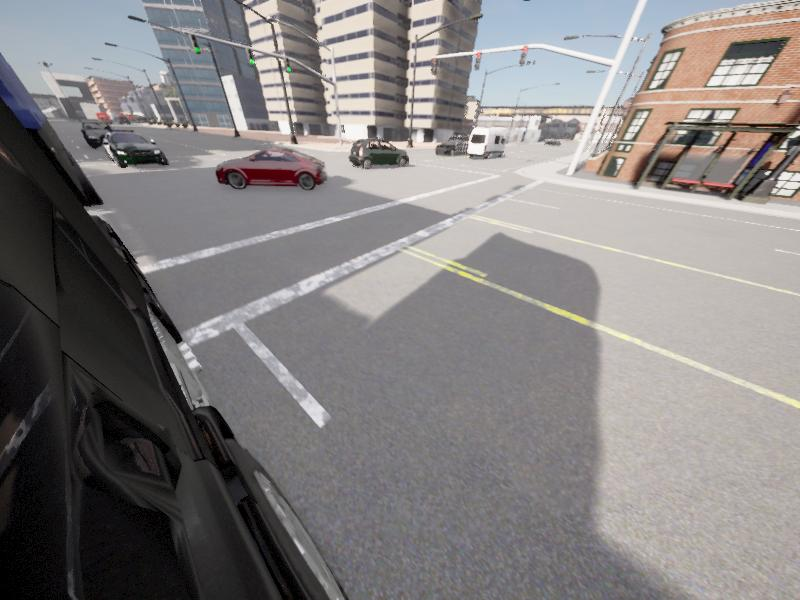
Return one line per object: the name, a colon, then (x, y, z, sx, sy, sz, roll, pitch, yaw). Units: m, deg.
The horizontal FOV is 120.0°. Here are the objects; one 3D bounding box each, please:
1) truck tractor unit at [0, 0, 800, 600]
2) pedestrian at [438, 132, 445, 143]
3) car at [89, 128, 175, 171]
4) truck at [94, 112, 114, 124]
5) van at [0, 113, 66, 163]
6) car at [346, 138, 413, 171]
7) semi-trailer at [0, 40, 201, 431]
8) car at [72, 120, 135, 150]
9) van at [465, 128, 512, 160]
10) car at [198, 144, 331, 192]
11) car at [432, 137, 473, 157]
truck tractor unit: (-2.645, -0.295, 0.351, 6.516, 4.208, 3.053, 28, 44, 30)
pedestrian: (8.844, -34.463, 49.126, 0.751, 1.860, 0.751, -22, 43, -29)
car: (-14.648, -8.305, 12.608, 4.974, 1.542, 2.038, 28, 43, 30)
truck: (-83.536, -51.362, 65.234, 2.627, 2.467, 5.204, -28, 47, -35)
van: (-20.828, -9.057, 12.814, 4.442, 1.987, 1.775, 28, 43, 30)
car: (-1.322, -9.820, 15.499, 3.988, 1.617, 1.851, -20, 42, -28)
semi-trailer: (-8.694, -3.603, 4.239, 14.254, 4.402, 2.717, 28, 43, 30)
car: (-23.640, -13.155, 18.416, 4.611, 1.667, 2.242, 28, 43, 30)
van: (9.610, -16.834, 24.930, 1.988, 2.561, 5.915, 29, 44, 30)
car: (-5.226, -5.534, 9.648, 4.181, 1.385, 1.994, -2, 37, -7)
car: (5.895, -17.113, 25.808, 1.930, 1.638, 5.238, 28, 43, 30)
